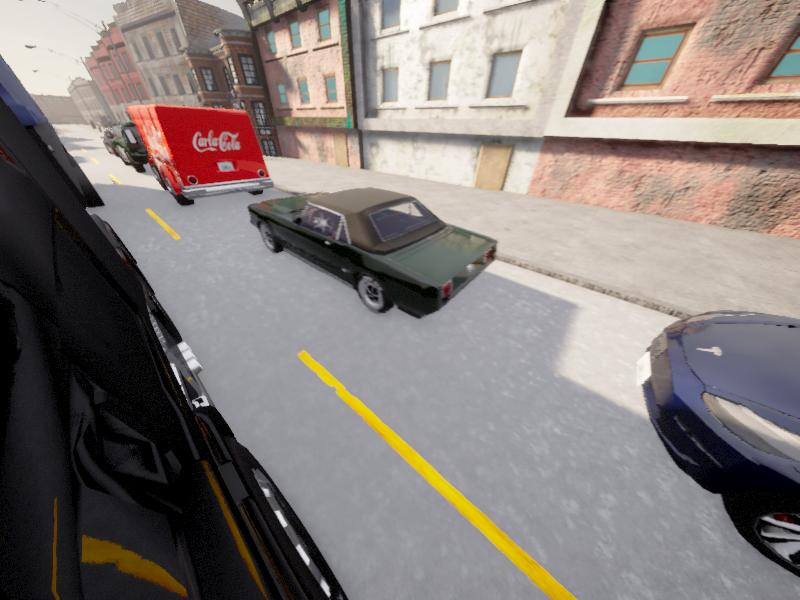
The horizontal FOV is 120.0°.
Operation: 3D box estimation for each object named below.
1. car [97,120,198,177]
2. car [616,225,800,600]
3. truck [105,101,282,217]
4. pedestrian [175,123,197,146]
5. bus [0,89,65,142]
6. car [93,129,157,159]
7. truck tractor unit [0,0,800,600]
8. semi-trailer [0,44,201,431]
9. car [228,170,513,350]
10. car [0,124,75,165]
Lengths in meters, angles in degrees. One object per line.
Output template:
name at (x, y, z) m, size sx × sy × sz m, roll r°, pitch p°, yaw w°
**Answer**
car at (-13.454, -8.187, 12.288) m, size 5.566 × 2.045 × 2.150 m, roll 27°, pitch 43°, yaw 30°
car at (4.218, 1.302, 0.805) m, size 4.792 × 1.488 × 2.163 m, roll 28°, pitch 44°, yaw 30°
truck at (-6.934, -4.943, 7.865) m, size 5.204 × 2.467 × 2.627 m, roll 28°, pitch 43°, yaw 30°
pedestrian at (-21.377, -16.549, 23.142) m, size 0.751 × 1.860 × 0.751 m, roll 20°, pitch 40°, yaw 23°
bus at (-42.507, -18.425, 22.851) m, size 3.944 × 4.253 × 10.273 m, roll 0°, pitch 37°, yaw -7°
car at (-19.751, -11.251, 16.559) m, size 4.514 × 1.525 × 2.007 m, roll 28°, pitch 43°, yaw 30°
truck tractor unit at (-2.645, -0.295, 0.351) m, size 6.516 × 4.208 × 3.053 m, roll 28°, pitch 44°, yaw 30°
semi-trailer at (-8.710, -3.560, 4.269) m, size 14.254 × 4.402 × 2.717 m, roll 28°, pitch 44°, yaw 30°
car at (-0.856, -1.272, 4.190) m, size 4.718 × 1.301 × 1.895 m, roll 27°, pitch 43°, yaw 30°
car at (-21.719, -9.256, 13.643) m, size 4.611 × 1.667 × 2.242 m, roll 28°, pitch 44°, yaw 30°
